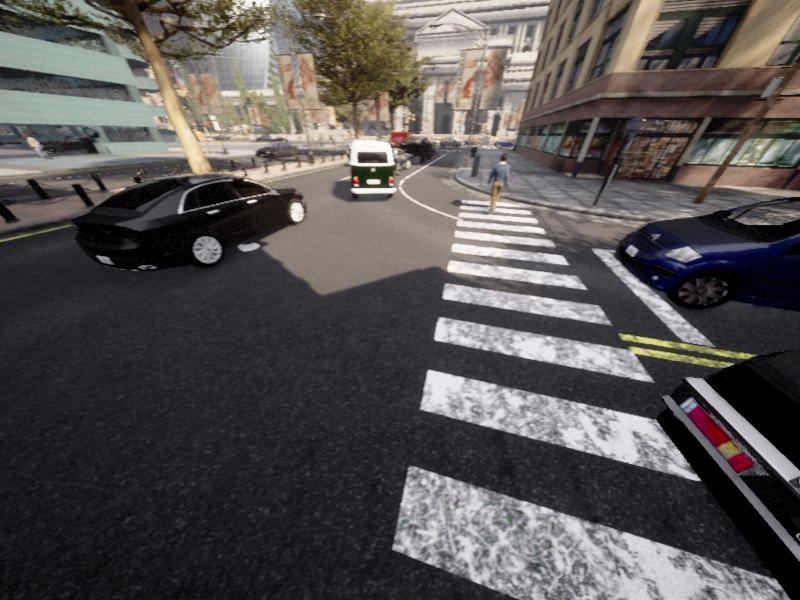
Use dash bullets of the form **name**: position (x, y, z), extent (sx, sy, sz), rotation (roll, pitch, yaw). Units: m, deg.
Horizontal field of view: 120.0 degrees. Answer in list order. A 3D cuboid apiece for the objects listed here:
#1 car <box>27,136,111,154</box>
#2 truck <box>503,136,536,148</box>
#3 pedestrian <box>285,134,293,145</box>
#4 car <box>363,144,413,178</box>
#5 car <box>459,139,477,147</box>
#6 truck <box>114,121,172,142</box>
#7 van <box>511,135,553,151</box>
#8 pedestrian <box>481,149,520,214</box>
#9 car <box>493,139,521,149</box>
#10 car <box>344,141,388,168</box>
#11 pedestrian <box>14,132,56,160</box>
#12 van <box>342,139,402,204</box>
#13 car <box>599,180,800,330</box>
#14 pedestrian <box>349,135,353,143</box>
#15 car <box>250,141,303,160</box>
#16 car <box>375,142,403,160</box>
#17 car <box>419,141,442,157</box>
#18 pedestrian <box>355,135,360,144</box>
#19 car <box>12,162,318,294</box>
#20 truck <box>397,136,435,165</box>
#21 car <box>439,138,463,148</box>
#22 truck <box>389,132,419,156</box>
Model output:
- **car**: position (-37.076, -17.630, 26.147), extent (2.128, 1.511, 4.902), rotation (10, 37, 12)
- **truck**: position (27.854, -36.928, 54.009), extent (6.274, 2.098, 2.390), rotation (10, 37, 12)
- **pedestrian**: position (-22.270, -32.225, 46.350), extent (0.751, 1.860, 0.751), rotation (15, 38, 18)
- **car**: position (-0.610, -10.002, 16.371), extent (1.930, 1.638, 5.238), rotation (10, 37, 12)
- **car**: position (15.903, -36.615, 53.794), extent (3.705, 1.549, 1.789), rotation (9, 37, 12)
- **truck**: position (-63.356, -41.755, 57.382), extent (8.468, 3.827, 2.891), rotation (-14, 38, -20)
- **van**: position (25.791, -31.080, 45.552), extent (6.366, 2.431, 2.351), rotation (9, 37, 11)
- **pedestrian**: position (3.402, -4.035, 7.924), extent (0.751, 1.860, 0.751), rotation (13, 37, 16)
- **car**: position (22.726, -33.381, 49.378), extent (5.027, 1.651, 2.152), rotation (10, 37, 12)
- **car**: position (-2.828, -13.015, 20.516), extent (1.930, 1.638, 5.238), rotation (10, 37, 12)
- **pedestrian**: position (-29.304, -12.368, 18.588), extent (0.751, 1.860, 0.751), rotation (6, 36, 7)
- **van**: position (-1.324, -5.965, 10.398), extent (2.069, 2.038, 4.480), rotation (-5, 36, -8)
- **car**: position (6.183, -0.723, 3.632), extent (3.988, 1.617, 1.851), rotation (11, 37, 14)
- **pedestrian**: position (-13.240, -43.305, 62.205), extent (0.751, 1.860, 0.751), rotation (8, 36, 9)
- **car**: position (-13.197, -16.334, 25.134), extent (2.033, 1.411, 5.357), rotation (10, 37, 12)
- **car**: position (-1.151, -16.481, 25.511), extent (1.970, 1.475, 3.806), rotation (10, 37, 12)
- **car**: position (4.012, -19.698, 30.062), extent (2.128, 1.511, 4.902), rotation (10, 37, 12)
- **pedestrian**: position (-11.544, -43.399, 62.370), extent (0.751, 1.860, 0.751), rotation (15, 38, 19)
- **car**: position (-4.271, -2.227, 5.609), extent (1.837, 1.490, 4.892), rotation (10, 37, 12)
- **truck**: position (1.723, -15.101, 23.119), extent (2.390, 2.098, 6.274), rotation (10, 37, 12)
- **car**: position (10.825, -33.336, 49.035), extent (4.611, 1.667, 2.242), rotation (10, 37, 12)
- **truck**: position (0.583, -20.534, 30.334), extent (2.627, 2.467, 5.204), rotation (10, 37, 12)
